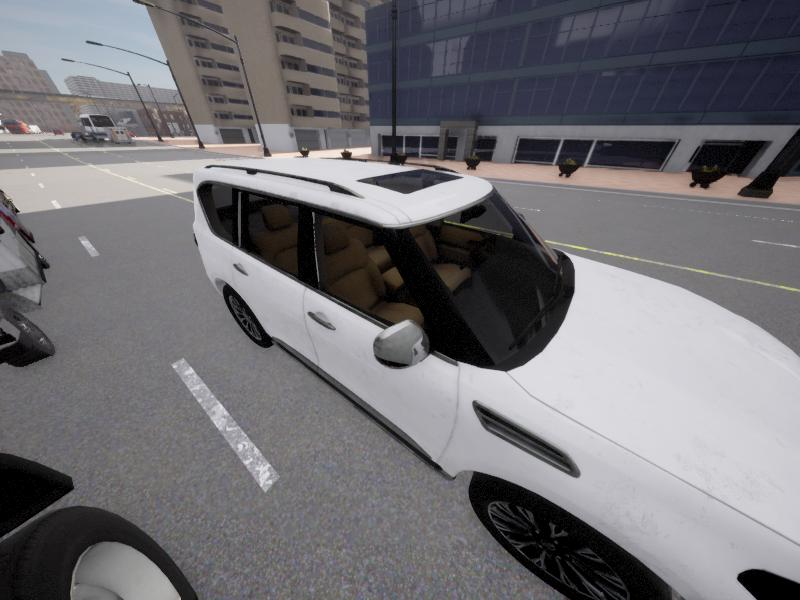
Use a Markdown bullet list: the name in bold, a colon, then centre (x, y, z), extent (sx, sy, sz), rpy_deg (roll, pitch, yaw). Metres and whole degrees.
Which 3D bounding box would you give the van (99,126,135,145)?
- **van**: centre (-51.765, -30.144, 42.305), extent (6.366, 2.431, 2.351), rpy_deg (24, 42, 27)

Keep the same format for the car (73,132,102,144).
- **car**: centre (-56.376, -29.260, 41.689), extent (4.902, 1.511, 2.128), rpy_deg (24, 42, 27)

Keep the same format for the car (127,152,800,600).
- **car**: centre (-0.020, -0.211, 2.438), extent (5.566, 2.045, 2.150), rpy_deg (23, 41, 28)

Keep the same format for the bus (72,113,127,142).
- **bus**: centre (-60.721, -34.807, 46.660), extent (10.273, 4.253, 3.944), rpy_deg (24, 41, 27)

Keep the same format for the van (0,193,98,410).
- **van**: centre (-6.909, -0.727, 2.804), extent (6.366, 2.431, 2.351), rpy_deg (22, 41, 28)

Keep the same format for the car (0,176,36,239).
- **car**: centre (-12.931, -2.857, 6.571), extent (4.902, 1.511, 2.128), rpy_deg (23, 41, 28)
